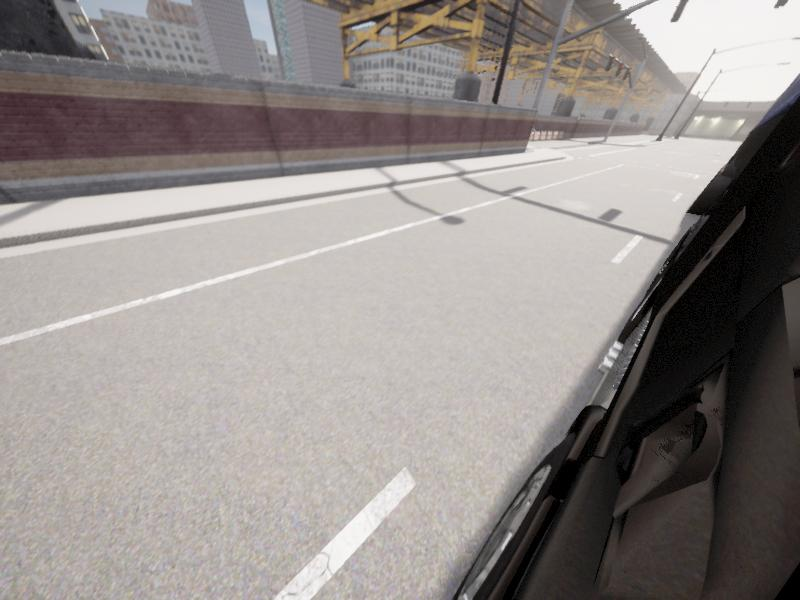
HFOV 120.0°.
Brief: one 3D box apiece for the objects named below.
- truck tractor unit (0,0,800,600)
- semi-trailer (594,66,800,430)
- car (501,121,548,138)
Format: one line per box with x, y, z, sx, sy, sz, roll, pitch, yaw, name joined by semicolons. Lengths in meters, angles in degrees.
2.645;-0.295;0.351;6.516;4.208;3.053;-28;43;-30;truck tractor unit
8.825;-3.309;4.375;14.254;4.402;2.717;-25;47;-32;semi-trailer
16.632;-22.837;31.021;4.974;1.542;2.038;-5;40;-11;car
